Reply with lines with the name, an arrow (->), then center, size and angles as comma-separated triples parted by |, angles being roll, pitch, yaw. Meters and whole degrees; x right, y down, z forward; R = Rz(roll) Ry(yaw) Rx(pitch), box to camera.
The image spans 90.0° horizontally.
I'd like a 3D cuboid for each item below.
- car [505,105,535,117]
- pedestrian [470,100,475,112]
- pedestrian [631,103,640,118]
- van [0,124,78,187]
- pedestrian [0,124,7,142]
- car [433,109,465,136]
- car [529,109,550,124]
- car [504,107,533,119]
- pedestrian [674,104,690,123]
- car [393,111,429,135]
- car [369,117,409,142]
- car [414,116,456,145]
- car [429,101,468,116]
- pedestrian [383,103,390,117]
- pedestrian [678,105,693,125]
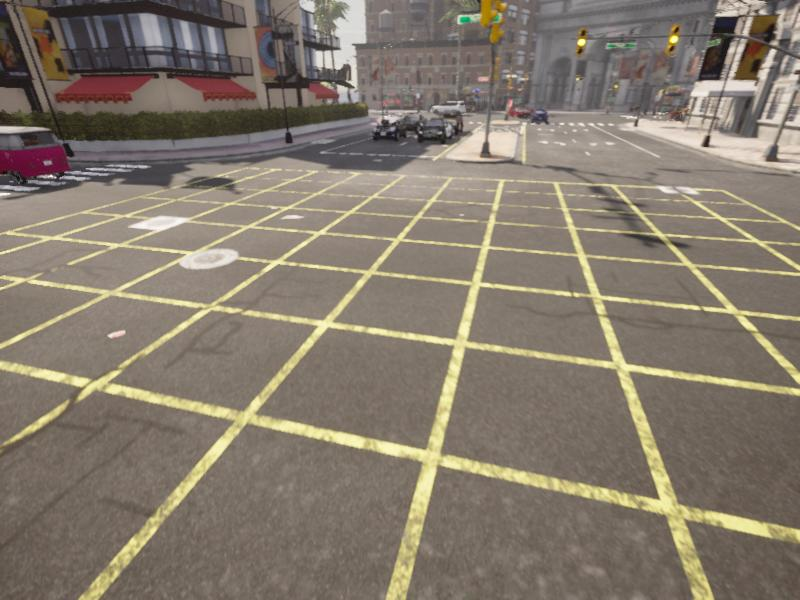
car -> 18.386, -28.921, 61.191 | 4.193, 1.474, 1.816 | 7, 28, 14
pedestrian -> 13.352, -35.616, 73.449 | 0.751, 1.860, 0.751 | 8, 28, 16
pedestrian -> 33.542, -27.051, 57.011 | 0.751, 1.860, 0.751 | 14, 30, 25
van -> -15.541, -5.725, 15.670 | 4.442, 1.987, 1.775 | 7, 28, 14
pedestrian -> -28.012, -11.843, 27.392 | 0.751, 1.860, 0.751 | 7, 28, 14
car -> 4.271, -15.265, 34.254 | 1.932, 1.855, 4.605 | 7, 28, 14
car -> 16.507, -21.864, 47.511 | 1.812, 1.442, 4.674 | 6, 28, 11
car -> 16.667, -26.424, 56.546 | 1.895, 1.301, 4.718 | -5, 28, -10
pedestrian -> 30.442, -20.130, 43.223 | 0.751, 1.860, 0.751 | 6, 28, 12
car -> 1.064, -15.853, 35.673 | 1.930, 1.638, 5.238 | 7, 28, 14
car -> -0.723, -12.830, 29.979 | 1.970, 1.475, 3.806 | 7, 28, 14
car -> 2.597, -12.355, 28.979 | 2.038, 1.542, 4.974 | 7, 28, 14
car -> 7.629, -30.329, 63.379 | 5.566, 2.045, 2.150 | 14, 31, 26
pedestrian -> -2.036, -28.725, 60.450 | 0.751, 1.860, 0.751 | 8, 28, 15
pedestrian -> 29.045, -18.852, 40.744 | 0.751, 1.860, 0.751 | 14, 31, 26
